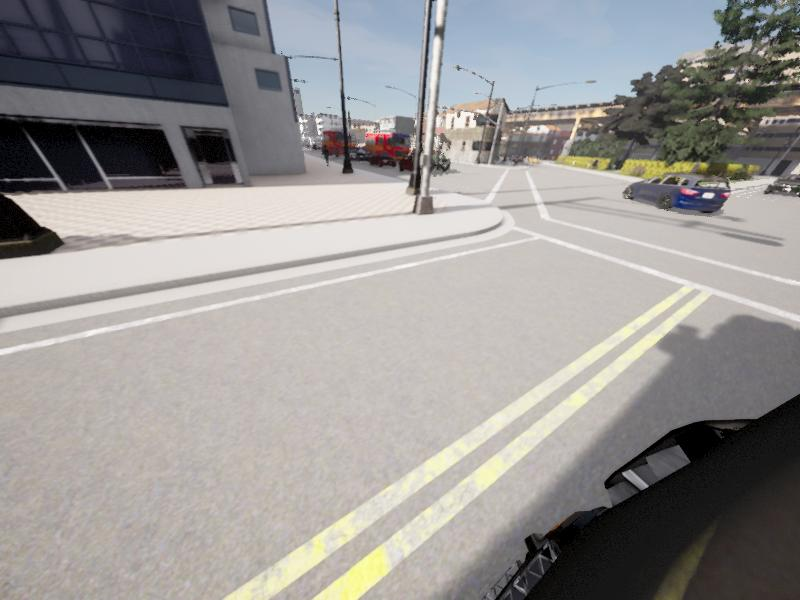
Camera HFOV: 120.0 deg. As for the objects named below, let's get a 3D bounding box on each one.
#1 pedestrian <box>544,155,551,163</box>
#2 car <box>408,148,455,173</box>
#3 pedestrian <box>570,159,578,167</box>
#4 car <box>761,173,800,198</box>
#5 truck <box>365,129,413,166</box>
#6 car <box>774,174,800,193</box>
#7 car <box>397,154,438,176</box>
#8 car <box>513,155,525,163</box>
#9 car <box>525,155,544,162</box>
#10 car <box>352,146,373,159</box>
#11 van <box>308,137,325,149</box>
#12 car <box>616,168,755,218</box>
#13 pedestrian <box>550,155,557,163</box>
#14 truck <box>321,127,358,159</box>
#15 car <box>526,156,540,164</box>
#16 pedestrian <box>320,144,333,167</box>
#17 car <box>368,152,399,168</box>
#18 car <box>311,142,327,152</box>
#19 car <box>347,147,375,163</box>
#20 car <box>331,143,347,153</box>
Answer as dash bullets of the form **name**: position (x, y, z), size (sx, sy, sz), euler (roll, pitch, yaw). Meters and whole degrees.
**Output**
- **pedestrian**: position (39.639, -37.937, 62.046), size (0.751, 1.860, 0.751), euler (5, 34, 4)
- **car**: position (3.300, -15.672, 25.820), size (2.150, 2.045, 5.566), euler (-16, 38, -26)
- **pedestrian**: position (37.462, -29.527, 49.740), size (0.751, 1.300, 0.751), euler (15, 35, 17)
- **car**: position (35.538, -10.389, 20.825), size (5.027, 1.651, 2.152), euler (-16, 38, -26)
- **truck**: position (-1.882, -21.629, 32.580), size (2.891, 3.827, 8.468), euler (-16, 39, -26)
- **car**: position (41.536, -12.037, 23.889), size (4.792, 1.488, 2.163), euler (-16, 38, -26)
- **car**: position (1.577, -13.232, 22.560), size (1.816, 1.474, 4.193), euler (-16, 38, -26)
- **car**: position (31.769, -37.812, 61.917), size (1.970, 1.475, 3.806), euler (10, 34, 11)
- **car**: position (44.699, -47.125, 76.781), size (5.027, 1.651, 2.152), euler (-2, 33, -7)
- **car**: position (-6.406, -25.093, 39.262), size (1.812, 1.442, 4.674), euler (-16, 39, -26)
- **van**: position (-21.888, -41.001, 60.283), size (2.351, 2.431, 6.366), euler (-16, 38, -26)
- **car**: position (14.914, -6.046, 12.683), size (2.242, 1.667, 4.611), euler (8, 34, 7)
- **pedestrian**: position (40.887, -37.632, 61.686), size (0.751, 1.860, 0.751), euler (4, 34, 2)
- **truck**: position (-10.015, -25.822, 37.871), size (2.891, 3.827, 8.468), euler (-16, 40, -26)
- **car**: position (35.065, -37.050, 60.930), size (1.801, 1.575, 5.366), euler (10, 34, 11)
- **pedestrian**: position (-7.095, -13.975, 22.347), size (0.751, 1.860, 0.751), euler (-21, 40, -31)
- **car**: position (-2.034, -16.710, 27.552), size (1.994, 1.385, 4.181), euler (-16, 38, -25)
- **car**: position (-16.714, -31.591, 47.645), size (1.994, 1.385, 4.181), euler (-16, 39, -26)
- **car**: position (-5.543, -20.290, 32.326), size (2.038, 1.542, 4.974), euler (-16, 39, -26)
- **car**: position (-12.718, -31.526, 47.822), size (1.970, 1.475, 3.806), euler (-16, 39, -26)
